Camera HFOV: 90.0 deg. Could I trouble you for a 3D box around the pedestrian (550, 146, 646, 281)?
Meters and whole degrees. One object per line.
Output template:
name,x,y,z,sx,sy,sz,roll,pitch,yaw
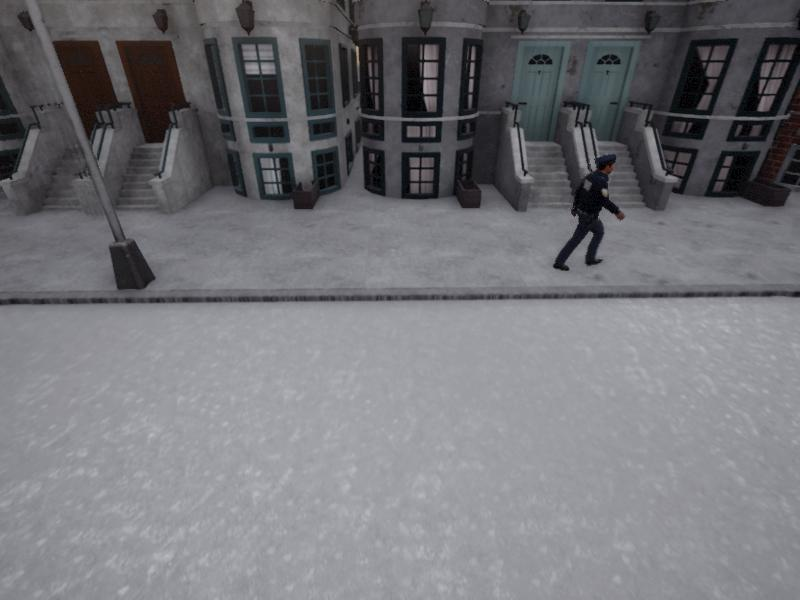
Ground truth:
pedestrian,2.941,-1.314,6.149,0.751,1.860,0.751,3,30,6
